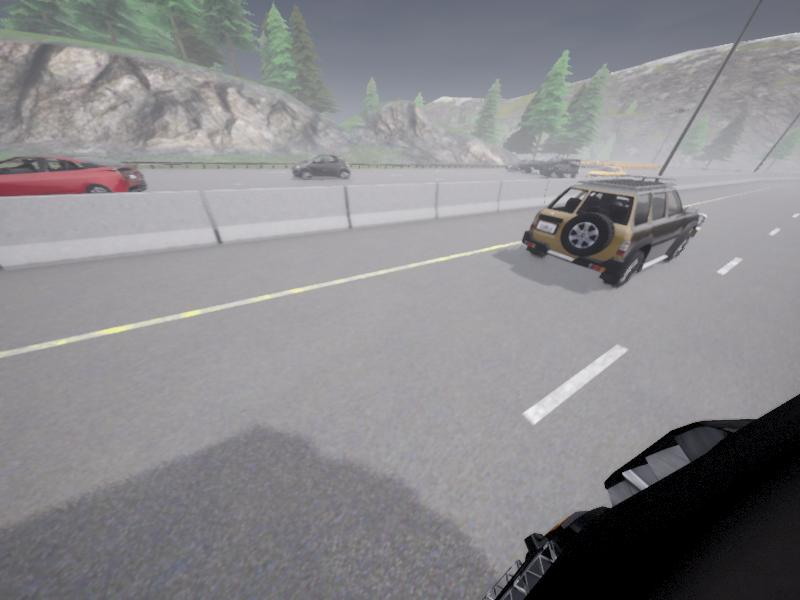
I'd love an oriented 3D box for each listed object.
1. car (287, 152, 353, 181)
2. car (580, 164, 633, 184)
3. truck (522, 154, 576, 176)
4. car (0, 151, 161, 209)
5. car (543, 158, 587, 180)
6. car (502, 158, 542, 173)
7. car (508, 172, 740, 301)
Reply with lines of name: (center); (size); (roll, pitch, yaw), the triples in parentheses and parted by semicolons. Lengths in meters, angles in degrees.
car: (-5.693, -9.642, 16.708); (3.988, 1.617, 1.851); (-15, 37, -25)
car: (21.144, -12.979, 23.674); (5.366, 1.575, 1.801); (-16, 38, -26)
truck: (18.682, -16.944, 29.031); (6.274, 2.098, 2.390); (-16, 38, -26)
car: (-12.258, -4.333, 8.283); (4.514, 1.525, 2.007); (-10, 35, -18)
car: (18.139, -14.475, 25.443); (3.866, 1.878, 1.905); (-16, 38, -26)
car: (16.607, -18.335, 31.524); (4.902, 1.511, 2.128); (-16, 38, -26)
car: (5.110, -1.811, 5.370); (4.605, 1.855, 1.932); (-16, 38, -26)
